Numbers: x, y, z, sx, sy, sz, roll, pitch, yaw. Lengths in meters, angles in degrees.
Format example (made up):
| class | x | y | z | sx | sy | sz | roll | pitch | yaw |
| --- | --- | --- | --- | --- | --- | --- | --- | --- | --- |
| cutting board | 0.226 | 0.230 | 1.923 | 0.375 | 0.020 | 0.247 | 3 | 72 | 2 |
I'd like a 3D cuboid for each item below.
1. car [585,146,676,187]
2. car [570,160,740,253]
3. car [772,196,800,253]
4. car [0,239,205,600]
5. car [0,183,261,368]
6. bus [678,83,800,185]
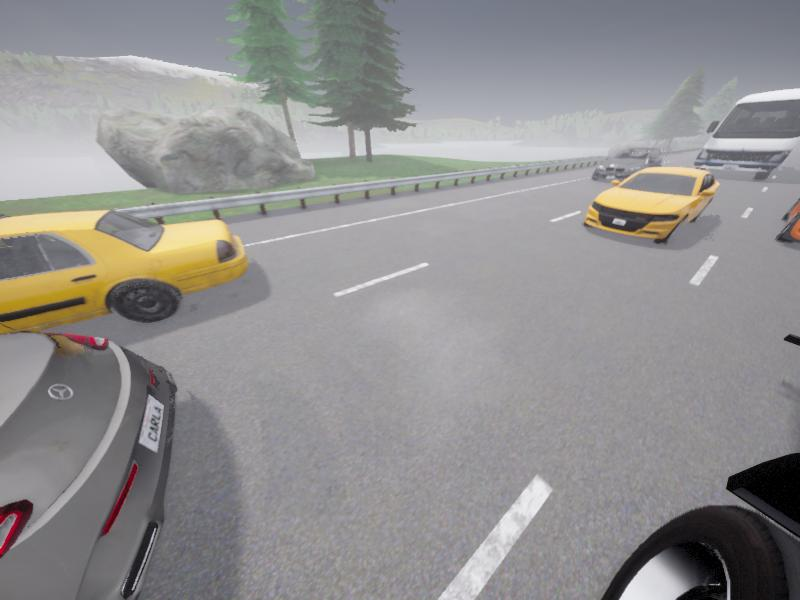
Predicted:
| class | x | y | z | sx | sy | sz | roll | pitch | yaw |
| --- | --- | --- | --- | --- | --- | --- | --- | --- | --- |
| car | 13.658 | -8.026 | 13.706 | 4.611 | 1.667 | 2.242 | -22 | 41 | -28 |
| car | 7.505 | -3.000 | 6.755 | 5.008 | 1.535 | 1.882 | -22 | 41 | -28 |
| car | 11.481 | -2.262 | 5.451 | 4.553 | 1.767 | 2.097 | -22 | 41 | -28 |
| car | -3.744 | 1.550 | 0.336 | 5.027 | 1.651 | 2.152 | -22 | 41 | -28 |
| car | -5.197 | -0.302 | 3.015 | 5.366 | 1.575 | 1.801 | -22 | 41 | -28 |
| bus | 23.464 | -10.546 | 14.955 | 10.273 | 4.253 | 3.944 | -22 | 41 | -28 |
